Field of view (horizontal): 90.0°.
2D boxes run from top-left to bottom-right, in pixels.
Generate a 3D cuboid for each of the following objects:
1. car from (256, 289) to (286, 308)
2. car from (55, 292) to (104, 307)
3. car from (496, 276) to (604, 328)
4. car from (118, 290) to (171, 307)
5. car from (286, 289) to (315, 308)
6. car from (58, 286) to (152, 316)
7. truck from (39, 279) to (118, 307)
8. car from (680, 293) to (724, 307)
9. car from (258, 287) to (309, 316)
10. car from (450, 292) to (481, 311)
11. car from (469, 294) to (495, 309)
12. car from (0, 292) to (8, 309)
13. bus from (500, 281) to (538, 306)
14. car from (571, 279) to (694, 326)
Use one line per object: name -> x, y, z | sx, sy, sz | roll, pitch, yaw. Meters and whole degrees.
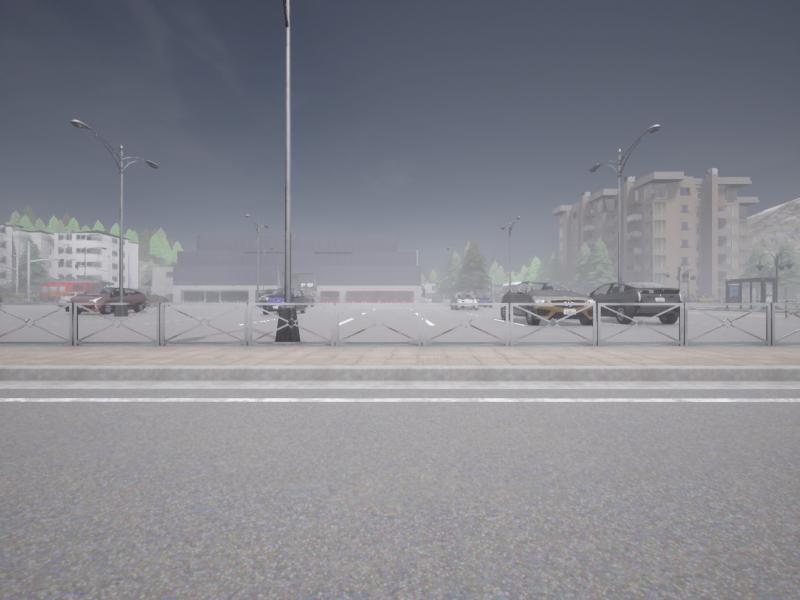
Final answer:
car -> -13.109, -0.180, 40.877 | 1.905, 1.878, 3.866 | 0, 0, 0
car -> -32.319, -0.024, 40.485 | 1.970, 1.475, 3.806 | 0, 0, 0
car -> 5.345, 0.074, 15.130 | 2.152, 1.636, 5.027 | 0, 0, 0
car -> -25.903, -0.103, 40.831 | 2.152, 1.636, 5.027 | 0, 0, 0
car -> -10.205, -0.159, 41.299 | 1.932, 1.855, 4.605 | 0, 0, 0
car -> -16.521, 0.041, 22.769 | 2.007, 1.523, 4.514 | 0, 0, 0
truck -> -44.011, -0.940, 54.928 | 8.468, 3.827, 2.891 | 0, 0, 0
car -> 41.609, 0.032, 55.221 | 4.605, 1.855, 1.932 | 1, 0, 0
car -> -6.528, 0.063, 22.762 | 1.845, 1.501, 3.633 | 0, 0, 0
car -> 5.426, 0.128, 33.796 | 1.970, 1.475, 3.806 | 0, 0, 0
car -> 8.379, 0.117, 41.228 | 1.845, 1.501, 3.633 | 0, 0, 0
car -> -35.957, 0.041, 33.423 | 2.007, 1.523, 4.514 | 0, 0, 0
bus -> 22.008, -1.139, 74.763 | 3.944, 4.253, 10.273 | 0, 0, -1
car -> 8.481, 0.083, 15.194 | 2.007, 1.523, 4.514 | 0, 0, 0
